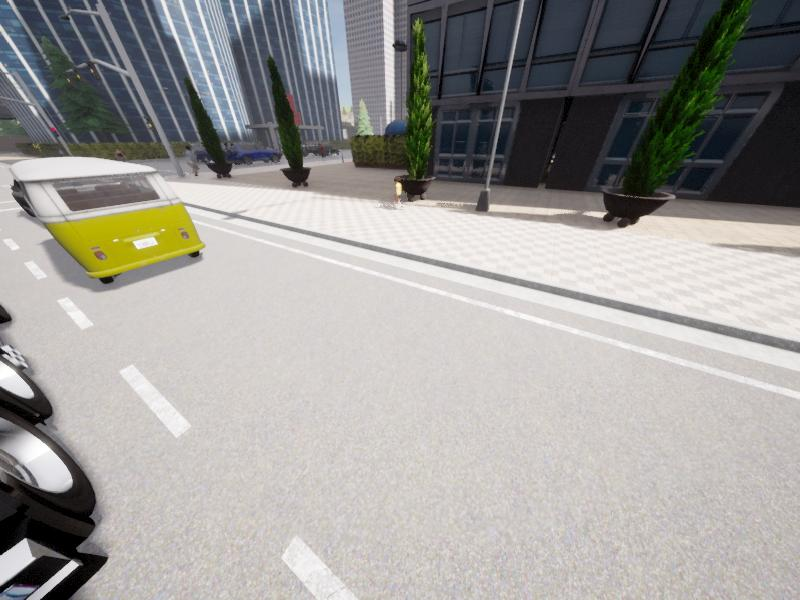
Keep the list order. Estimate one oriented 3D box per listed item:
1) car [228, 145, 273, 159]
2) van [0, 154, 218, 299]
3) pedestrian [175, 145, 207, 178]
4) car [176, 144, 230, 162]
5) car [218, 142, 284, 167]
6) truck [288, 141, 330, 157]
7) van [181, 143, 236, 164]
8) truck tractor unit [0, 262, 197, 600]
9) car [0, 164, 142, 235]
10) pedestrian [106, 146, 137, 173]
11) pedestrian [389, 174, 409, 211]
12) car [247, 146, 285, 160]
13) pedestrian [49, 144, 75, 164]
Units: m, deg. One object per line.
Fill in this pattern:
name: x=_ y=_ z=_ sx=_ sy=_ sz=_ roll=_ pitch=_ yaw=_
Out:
car: x=-22.387 y=-22.377 z=34.867 sx=2.152 sy=1.651 sz=5.027 roll=18 pitch=39 yaw=24
van: x=-6.492 y=-1.953 z=5.111 sx=4.442 sy=1.987 sz=1.775 roll=21 pitch=40 yaw=27
pedestrian: x=-14.073 y=-9.365 z=15.609 sx=0.751 sy=1.860 sz=0.751 roll=19 pitch=39 yaw=26
car: x=-25.570 y=-19.265 z=30.199 sx=1.932 sy=1.855 sz=4.605 roll=18 pitch=39 yaw=24
car: x=-16.407 y=-16.434 z=25.918 sx=2.150 sy=2.045 sz=5.566 roll=18 pitch=39 yaw=24
truck: x=-15.234 y=-25.762 z=39.256 sx=2.390 sy=2.098 sz=6.274 roll=18 pitch=39 yaw=24
van: x=-23.028 y=-17.824 z=28.017 sx=1.775 sy=1.987 sz=4.442 roll=18 pitch=39 yaw=24
truck tractor unit: x=-5.108 y=-0.304 z=0.783 sx=6.516 sy=4.208 sz=3.053 roll=18 pitch=39 yaw=24
car: x=-11.690 y=-3.685 z=8.037 sx=4.514 sy=1.525 sz=2.007 roll=18 pitch=39 yaw=24
pedestrian: x=-23.665 y=-11.977 z=19.696 sx=0.751 sy=1.860 sz=0.751 roll=14 pitch=37 yaw=20
pedestrian: x=-0.020 y=-3.808 z=8.192 sx=0.500 sy=1.100 sz=0.500 roll=18 pitch=39 yaw=24
car: x=-19.334 y=-21.348 z=33.496 sx=1.816 sy=1.474 sz=4.193 roll=18 pitch=39 yaw=24
pedestrian: x=-37.515 y=-16.233 z=25.642 sx=0.751 sy=1.860 sz=0.751 roll=-27 pitch=43 yaw=-33
